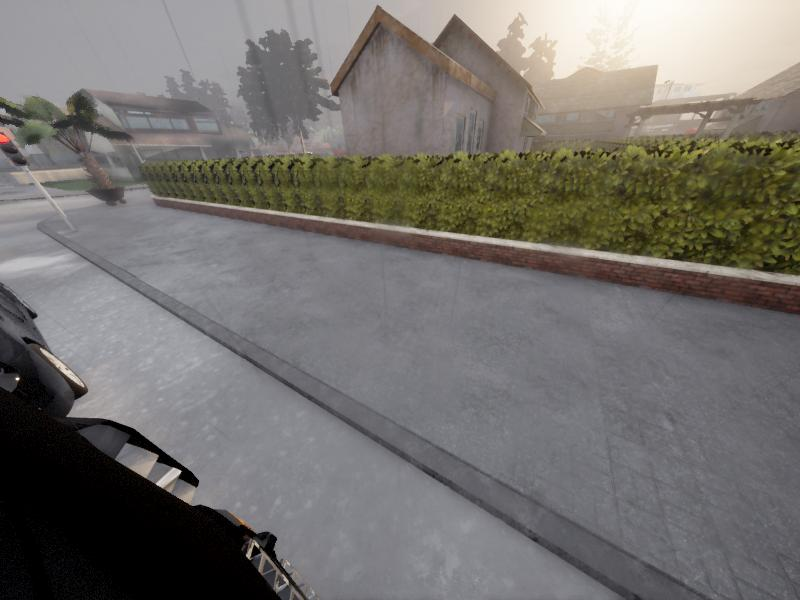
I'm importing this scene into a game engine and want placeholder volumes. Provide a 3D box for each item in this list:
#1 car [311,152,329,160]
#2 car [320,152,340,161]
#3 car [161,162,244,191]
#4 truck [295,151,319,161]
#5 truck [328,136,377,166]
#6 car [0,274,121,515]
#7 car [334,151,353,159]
[{"bbox_3d":[-23.030,-41.372,66.474,4.856,1.649,2.033,16,38,26],"label":"car"},{"bbox_3d":[-18.266,-37.413,60.251,4.611,1.667,2.242,16,38,26],"label":"car"},{"bbox_3d":[-16.609,-10.675,19.765,2.242,1.667,4.611,16,38,26],"label":"car"},{"bbox_3d":[-25.665,-39.754,63.826,6.274,2.098,2.390,16,38,26],"label":"truck"},{"bbox_3d":[-7.561,-25.135,38.886,2.891,3.827,8.468,15,38,25],"label":"truck"},{"bbox_3d":[-5.339,0.497,2.211,5.008,1.535,1.882,16,38,26],"label":"car"},{"bbox_3d":[-15.205,-39.200,62.479,4.553,1.767,2.097,16,38,26],"label":"car"}]
